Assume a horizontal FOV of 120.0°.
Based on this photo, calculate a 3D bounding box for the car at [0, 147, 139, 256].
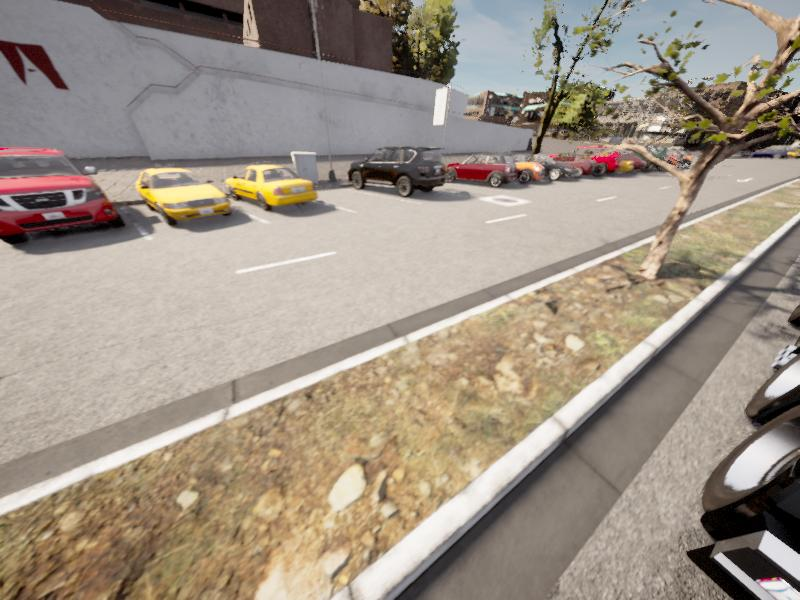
[{"bbox_3d":[-10.650,-3.362,6.979,5.566,2.045,2.435,25,41,32],"label":"car"}]

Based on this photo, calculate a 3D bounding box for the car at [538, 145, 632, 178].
[{"bbox_3d":[15.292,-11.760,19.443,5.566,2.045,2.435,25,42,32],"label":"car"}]

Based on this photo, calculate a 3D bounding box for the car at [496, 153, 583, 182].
[{"bbox_3d":[10.114,-9.883,17.080,4.892,1.521,2.231,25,41,32],"label":"car"}]

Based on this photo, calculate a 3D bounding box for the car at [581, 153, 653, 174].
[{"bbox_3d":[20.523,-13.163,22.082,4.674,1.452,2.002,25,42,32],"label":"car"}]

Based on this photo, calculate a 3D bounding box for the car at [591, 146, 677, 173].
[{"bbox_3d":[23.110,-14.242,23.180,5.566,2.045,2.435,25,42,32],"label":"car"}]

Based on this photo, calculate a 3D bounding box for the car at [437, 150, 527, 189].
[{"bbox_3d":[4.940,-8.304,14.489,4.553,1.767,2.185,25,42,32],"label":"car"}]

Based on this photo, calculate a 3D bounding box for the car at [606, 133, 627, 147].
[{"bbox_3d":[47.140,-34.772,50.260,2.435,2.045,5.566,31,44,28],"label":"car"}]

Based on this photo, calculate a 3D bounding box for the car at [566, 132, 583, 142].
[{"bbox_3d":[42.664,-39.739,56.369,2.231,1.521,4.892,31,44,28],"label":"car"}]

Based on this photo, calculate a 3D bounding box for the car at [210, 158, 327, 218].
[{"bbox_3d":[-5.622,-4.921,9.703,5.366,1.575,1.946,25,42,32],"label":"car"}]

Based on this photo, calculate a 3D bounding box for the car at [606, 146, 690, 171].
[{"bbox_3d":[25.775,-15.047,24.395,5.566,2.045,2.435,25,41,32],"label":"car"}]

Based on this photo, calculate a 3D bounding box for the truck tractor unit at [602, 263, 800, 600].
[{"bbox_3d":[5.111,-0.299,0.787,6.516,4.208,3.053,-18,39,-24],"label":"truck tractor unit"}]

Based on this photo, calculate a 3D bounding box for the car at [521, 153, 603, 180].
[{"bbox_3d":[12.689,-10.696,18.350,4.792,1.488,2.163,25,42,32],"label":"car"}]

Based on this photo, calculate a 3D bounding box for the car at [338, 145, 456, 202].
[{"bbox_3d":[-0.306,-6.752,11.959,5.566,2.045,2.435,25,42,32],"label":"car"}]

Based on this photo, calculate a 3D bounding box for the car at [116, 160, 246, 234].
[{"bbox_3d":[-7.931,-3.946,8.269,5.366,1.575,1.946,25,41,32],"label":"car"}]

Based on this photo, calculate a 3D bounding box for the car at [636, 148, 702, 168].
[{"bbox_3d":[31.025,-16.564,26.910,4.553,1.767,2.185,26,42,33],"label":"car"}]

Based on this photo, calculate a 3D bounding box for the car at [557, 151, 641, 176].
[{"bbox_3d":[17.774,-12.440,20.914,5.366,1.575,1.946,25,42,32],"label":"car"}]

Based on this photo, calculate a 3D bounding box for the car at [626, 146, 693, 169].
[{"bbox_3d":[28.461,-15.810,25.593,4.442,1.987,1.878,26,41,32],"label":"car"}]

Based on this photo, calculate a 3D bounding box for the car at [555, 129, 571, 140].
[{"bbox_3d":[41.143,-41.594,58.149,1.878,1.987,4.442,31,44,28],"label":"car"}]

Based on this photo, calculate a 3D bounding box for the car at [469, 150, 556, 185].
[{"bbox_3d":[7.495,-9.165,15.775,4.553,1.767,2.185,25,41,32],"label":"car"}]
